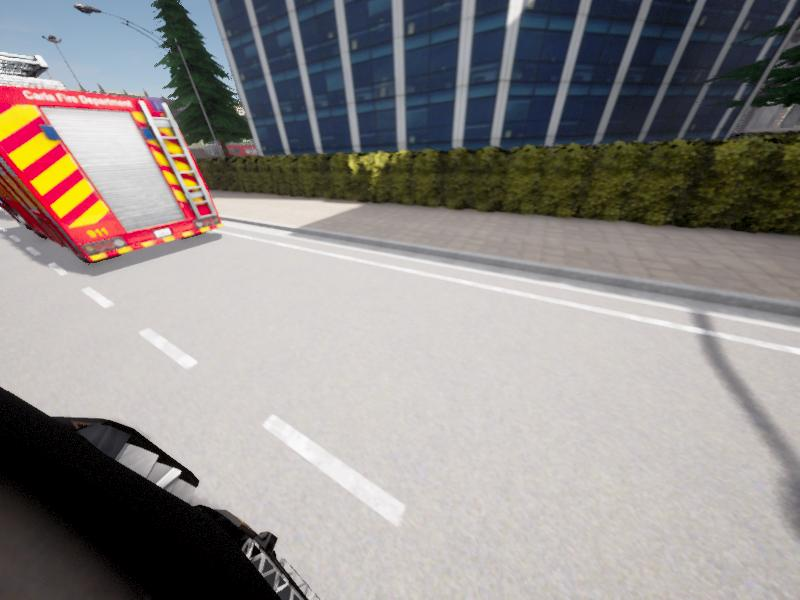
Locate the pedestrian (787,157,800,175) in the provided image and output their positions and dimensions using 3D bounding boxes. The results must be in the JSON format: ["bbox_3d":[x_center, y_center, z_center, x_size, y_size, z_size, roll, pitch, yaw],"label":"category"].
[{"bbox_3d":[21.151,-7.381,11.622,0.751,1.860,0.751,15,38,25],"label":"pedestrian"}]

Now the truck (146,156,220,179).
[{"bbox_3d":[-27.945,-17.320,30.109,2.390,2.098,6.274,15,37,25],"label":"truck"}]

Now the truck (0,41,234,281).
[{"bbox_3d":[-9.619,-3.756,6.860,8.468,3.827,2.891,15,37,25],"label":"truck"}]

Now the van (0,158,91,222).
[{"bbox_3d":[-20.060,-6.024,12.287,6.366,2.431,2.351,15,38,25],"label":"van"}]

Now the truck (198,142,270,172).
[{"bbox_3d":[-26.587,-23.503,37.791,2.891,3.827,8.468,15,37,25],"label":"truck"}]
